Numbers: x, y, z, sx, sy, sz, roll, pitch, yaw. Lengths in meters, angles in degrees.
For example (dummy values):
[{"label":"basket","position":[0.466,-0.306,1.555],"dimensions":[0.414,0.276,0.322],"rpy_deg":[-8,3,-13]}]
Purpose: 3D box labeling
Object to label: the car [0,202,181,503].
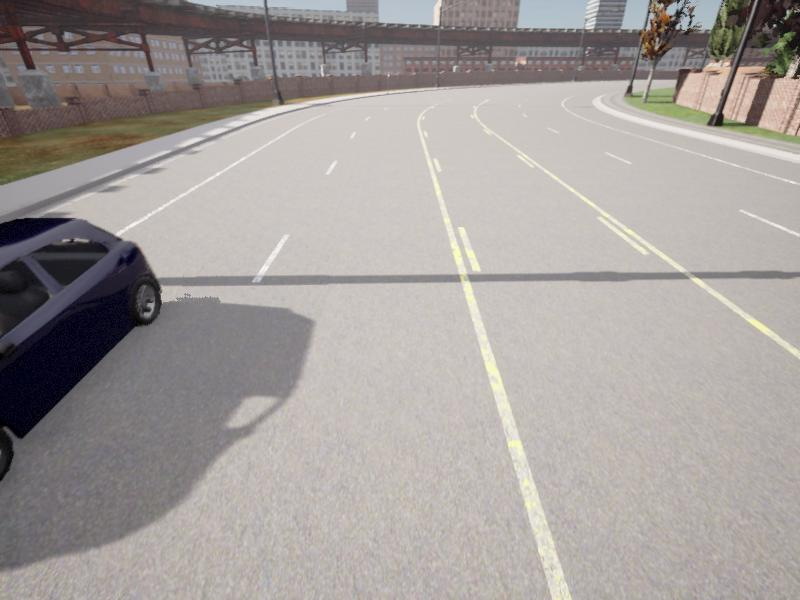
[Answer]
[{"label":"car","position":[-4.114,0.328,3.894],"dimensions":[1.845,1.501,3.633],"rpy_deg":[0,30,0]}]
